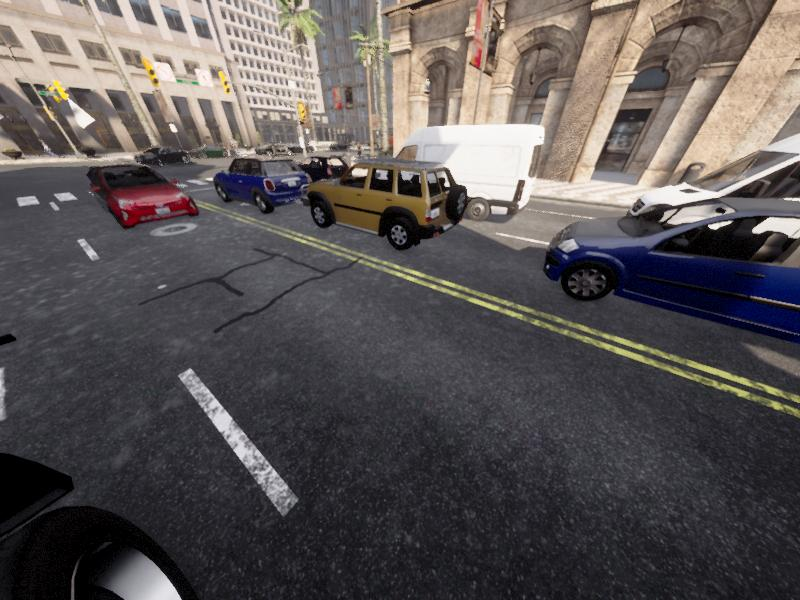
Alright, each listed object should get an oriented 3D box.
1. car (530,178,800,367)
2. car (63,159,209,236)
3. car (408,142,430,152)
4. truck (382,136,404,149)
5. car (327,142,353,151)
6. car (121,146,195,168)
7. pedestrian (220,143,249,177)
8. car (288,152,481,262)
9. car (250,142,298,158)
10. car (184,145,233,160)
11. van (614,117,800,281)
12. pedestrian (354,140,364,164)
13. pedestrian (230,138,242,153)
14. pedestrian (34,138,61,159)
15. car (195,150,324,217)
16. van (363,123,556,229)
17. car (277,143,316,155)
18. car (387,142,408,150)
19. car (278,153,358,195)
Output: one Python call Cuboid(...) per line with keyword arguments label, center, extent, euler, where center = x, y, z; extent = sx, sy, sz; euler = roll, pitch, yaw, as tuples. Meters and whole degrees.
Cuboid(label="car", center=(4.547, -0.621, 3.433), extent=(3.988, 1.617, 1.851), euler=(22, 41, 28))
Cuboid(label="car", center=(-8.780, -3.636, 7.699), extent=(4.514, 1.525, 2.007), euler=(23, 41, 29))
Cuboid(label="car", center=(3.847, -30.694, 46.202), extent=(2.038, 1.542, 4.974), euler=(23, 41, 28))
Cuboid(label="truck", center=(-1.520, -37.168, 54.540), extent=(2.627, 2.467, 5.204), euler=(23, 41, 28))
Cuboid(label="car", center=(-12.210, -31.337, 47.056), extent=(2.163, 1.488, 4.792), euler=(22, 41, 28))
Cuboid(label="car", center=(-22.060, -13.341, 21.423), extent=(1.837, 1.490, 4.892), euler=(-1, 35, 1))
Cuboid(label="pedestrian", center=(-11.011, -9.322, 15.426), extent=(0.751, 1.860, 0.751), euler=(24, 41, 29))
Cuboid(label="car", center=(-0.576, -2.830, 6.301), extent=(4.605, 1.855, 1.932), euler=(22, 41, 28))
Cuboid(label="car", center=(-17.197, -20.735, 31.826), extent=(1.930, 1.638, 5.238), euler=(22, 41, 28))
Cuboid(label="car", center=(-23.962, -18.644, 29.049), extent=(1.994, 1.385, 4.181), euler=(22, 41, 28))
Cuboid(label="van", center=(8.505, -1.850, 4.395), extent=(5.915, 2.561, 1.988), euler=(22, 41, 28))
Cuboid(label="pedestrian", center=(-3.803, -13.840, 21.624), extent=(0.751, 1.860, 0.751), euler=(-6, 36, -9))
Cuboid(label="pedestrian", center=(-24.931, -23.465, 35.157), extent=(0.751, 1.860, 0.751), euler=(-8, 36, -11))
Cuboid(label="pedestrian", center=(-38.103, -16.348, 24.966), extent=(0.751, 1.860, 0.751), euler=(20, 40, 26))
Cuboid(label="car", center=(-5.535, -4.807, 9.150), extent=(4.553, 1.767, 2.097), euler=(22, 41, 28))
Cuboid(label="van", center=(1.653, -4.658, 8.338), extent=(5.915, 2.561, 1.988), euler=(22, 41, 28))
Cuboid(label="car", center=(-16.635, -24.567, 37.486), extent=(2.033, 1.411, 5.357), euler=(22, 41, 28))
Cuboid(label="car", center=(-0.565, -34.070, 51.012), extent=(2.163, 1.488, 4.792), euler=(23, 41, 28))
Cuboid(label="car", center=(-4.218, -6.629, 11.976), extent=(3.633, 1.501, 1.845), euler=(23, 41, 28))
